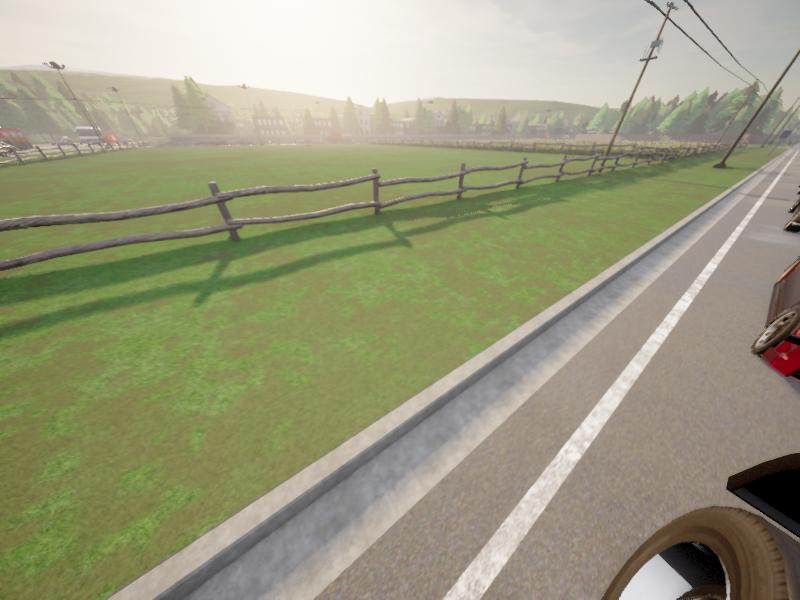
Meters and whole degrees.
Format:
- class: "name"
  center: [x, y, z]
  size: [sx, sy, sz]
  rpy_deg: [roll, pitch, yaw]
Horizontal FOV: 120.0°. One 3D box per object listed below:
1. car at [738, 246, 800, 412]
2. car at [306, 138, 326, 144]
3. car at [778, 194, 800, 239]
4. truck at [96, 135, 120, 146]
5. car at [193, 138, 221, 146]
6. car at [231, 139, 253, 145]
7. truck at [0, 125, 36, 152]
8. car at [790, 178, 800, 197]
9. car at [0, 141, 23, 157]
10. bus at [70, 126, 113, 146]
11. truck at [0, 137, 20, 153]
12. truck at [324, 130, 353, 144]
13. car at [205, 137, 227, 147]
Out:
- class: "car"
  center: [6.094, 0.154, 2.508]
  size: [4.181, 1.385, 1.994]
  rpy_deg: [-22, 41, -28]
- class: "car"
  center: [-26.405, -50.166, 72.981]
  size: [5.366, 1.575, 1.801]
  rpy_deg: [-22, 41, -27]
- class: "car"
  center: [13.163, -2.785, 6.375]
  size: [5.027, 1.651, 2.152]
  rpy_deg: [-22, 41, -28]
- class: "truck"
  center: [-82.944, -45.526, 65.711]
  size: [2.627, 2.467, 5.204]
  rpy_deg: [-21, 41, -27]
- class: "car"
  center: [-49.872, -40.872, 59.869]
  size: [5.238, 1.638, 1.930]
  rpy_deg: [-22, 41, -27]
- class: "car"
  center: [-45.219, -45.118, 65.966]
  size: [4.792, 1.488, 2.163]
  rpy_deg: [-22, 41, -27]
- class: "truck"
  center: [-71.371, -28.274, 40.314]
  size: [2.891, 3.827, 8.468]
  rpy_deg: [-8, 36, -11]
- class: "car"
  center: [20.309, -5.600, 10.442]
  size: [4.792, 1.488, 2.163]
  rpy_deg: [-22, 41, -28]
- class: "car"
  center: [-53.555, -19.965, 30.499]
  size: [2.242, 1.667, 4.611]
  rpy_deg: [-21, 41, -27]
- class: "bus"
  center: [-87.714, -46.847, 66.029]
  size: [3.944, 4.253, 10.273]
  rpy_deg: [-21, 41, -27]
- class: "truck"
  center: [-66.451, -24.896, 37.059]
  size: [2.390, 2.098, 6.274]
  rpy_deg: [-13, 37, -17]
- class: "truck"
  center: [-20.923, -55.744, 78.834]
  size: [8.468, 3.827, 2.891]
  rpy_deg: [-22, 41, -27]
- class: "car"
  center: [-46.349, -39.906, 58.313]
  size: [3.866, 1.878, 1.905]
  rpy_deg: [-22, 41, -27]
